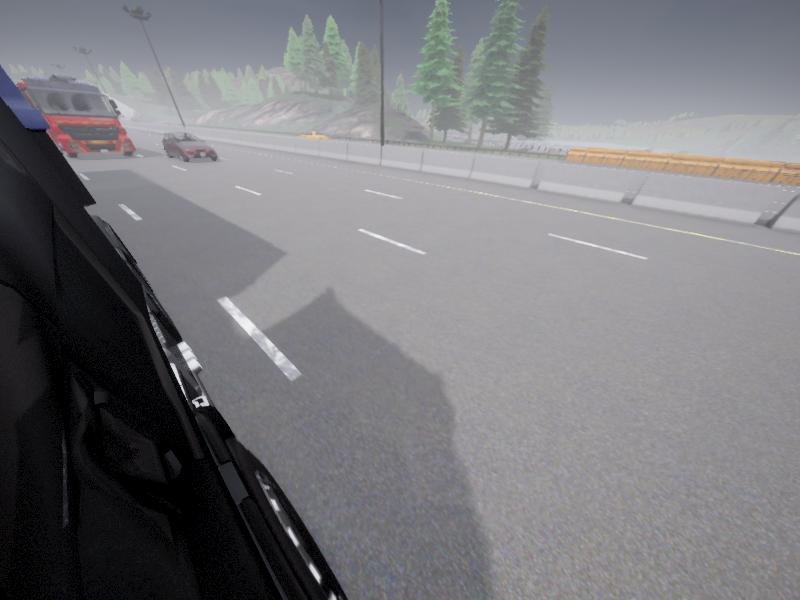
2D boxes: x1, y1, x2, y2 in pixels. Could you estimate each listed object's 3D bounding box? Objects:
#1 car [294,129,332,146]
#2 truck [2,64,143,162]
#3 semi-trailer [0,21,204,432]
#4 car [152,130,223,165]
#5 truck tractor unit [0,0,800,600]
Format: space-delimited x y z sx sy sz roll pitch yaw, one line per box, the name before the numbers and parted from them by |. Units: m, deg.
car | -11.740 -21.932 31.110 5.366 1.575 1.801 25 42 27
truck | -20.518 -11.431 14.498 8.468 3.827 2.891 25 42 27
semi-trailer | -8.849 -3.492 4.082 14.254 4.402 2.717 26 42 28
car | -13.523 -9.766 14.693 4.193 1.474 1.816 25 42 27
truck tractor unit | -2.645 -0.295 0.351 6.516 4.208 3.053 28 44 30
